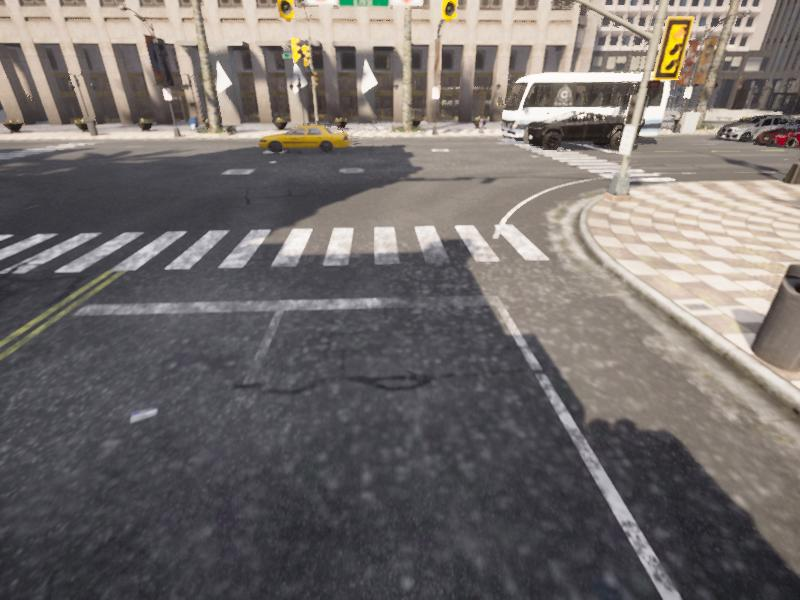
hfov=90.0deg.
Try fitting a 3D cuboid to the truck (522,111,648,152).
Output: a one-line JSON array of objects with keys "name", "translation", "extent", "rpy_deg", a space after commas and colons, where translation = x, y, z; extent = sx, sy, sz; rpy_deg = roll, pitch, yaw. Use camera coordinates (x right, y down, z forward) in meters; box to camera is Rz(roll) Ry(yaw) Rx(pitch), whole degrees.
[{"name": "truck", "translation": [11.068, -10.326, 24.380], "extent": [6.274, 2.098, 2.390], "rpy_deg": [-1, 27, -3]}]

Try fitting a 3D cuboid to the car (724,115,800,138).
[{"name": "car", "translation": [28.747, -13.574, 31.272], "extent": [4.792, 1.488, 2.163], "rpy_deg": [-2, 27, -3]}]

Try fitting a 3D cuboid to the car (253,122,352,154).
[{"name": "car", "translation": [-5.642, -9.657, 23.750], "extent": [5.366, 1.575, 1.801], "rpy_deg": [-2, 27, -3]}]

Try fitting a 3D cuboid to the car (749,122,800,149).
[{"name": "car", "translation": [25.050, -10.370, 25.172], "extent": [4.181, 1.385, 1.994], "rpy_deg": [-2, 27, -3]}]

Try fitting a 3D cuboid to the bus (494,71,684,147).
[{"name": "bus", "translation": [12.131, -12.848, 26.926], "extent": [10.273, 4.253, 3.944], "rpy_deg": [-1, 27, -2]}]

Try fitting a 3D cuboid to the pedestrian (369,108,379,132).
[{"name": "pedestrian", "translation": [-2.246, -15.536, 34.486], "extent": [0.751, 1.860, 0.751], "rpy_deg": [-2, 27, -4]}]

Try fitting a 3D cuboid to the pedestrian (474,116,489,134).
[{"name": "pedestrian", "translation": [6.537, -14.070, 32.187], "extent": [0.751, 1.300, 0.751], "rpy_deg": [-14, 30, -26]}]

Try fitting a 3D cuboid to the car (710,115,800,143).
[{"name": "car", "translation": [25.212, -12.111, 28.232], "extent": [4.611, 1.667, 2.242], "rpy_deg": [-2, 27, -3]}]

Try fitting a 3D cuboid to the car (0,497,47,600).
[{"name": "car", "translation": [-3.322, 2.468, 0.118], "extent": [1.801, 1.575, 5.366], "rpy_deg": [-2, 27, -3]}]
